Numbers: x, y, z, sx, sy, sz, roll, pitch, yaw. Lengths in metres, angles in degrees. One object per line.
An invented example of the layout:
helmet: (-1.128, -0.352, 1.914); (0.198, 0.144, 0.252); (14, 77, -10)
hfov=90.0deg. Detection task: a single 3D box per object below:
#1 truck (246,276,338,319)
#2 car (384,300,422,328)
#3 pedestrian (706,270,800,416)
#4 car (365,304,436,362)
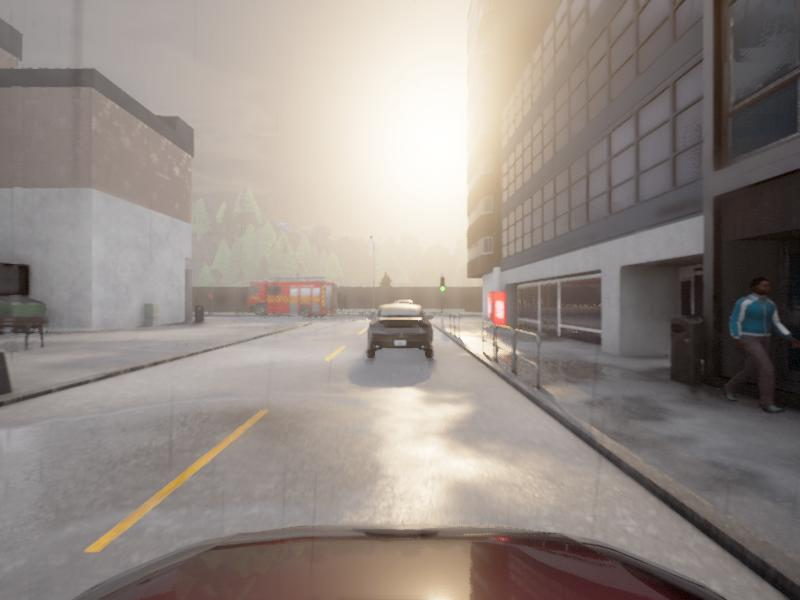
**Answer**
truck: (-10.411, -0.243, 38.441); (8.468, 3.827, 2.891); (0, 0, 21)
car: (0.341, 0.835, 26.484); (2.152, 1.651, 5.027); (0, 0, 5)
pedestrian: (4.847, 0.545, 5.455); (0.751, 1.860, 0.751); (0, 0, -3)
car: (0.008, 0.870, 12.774); (1.837, 1.490, 4.892); (0, 0, 0)
